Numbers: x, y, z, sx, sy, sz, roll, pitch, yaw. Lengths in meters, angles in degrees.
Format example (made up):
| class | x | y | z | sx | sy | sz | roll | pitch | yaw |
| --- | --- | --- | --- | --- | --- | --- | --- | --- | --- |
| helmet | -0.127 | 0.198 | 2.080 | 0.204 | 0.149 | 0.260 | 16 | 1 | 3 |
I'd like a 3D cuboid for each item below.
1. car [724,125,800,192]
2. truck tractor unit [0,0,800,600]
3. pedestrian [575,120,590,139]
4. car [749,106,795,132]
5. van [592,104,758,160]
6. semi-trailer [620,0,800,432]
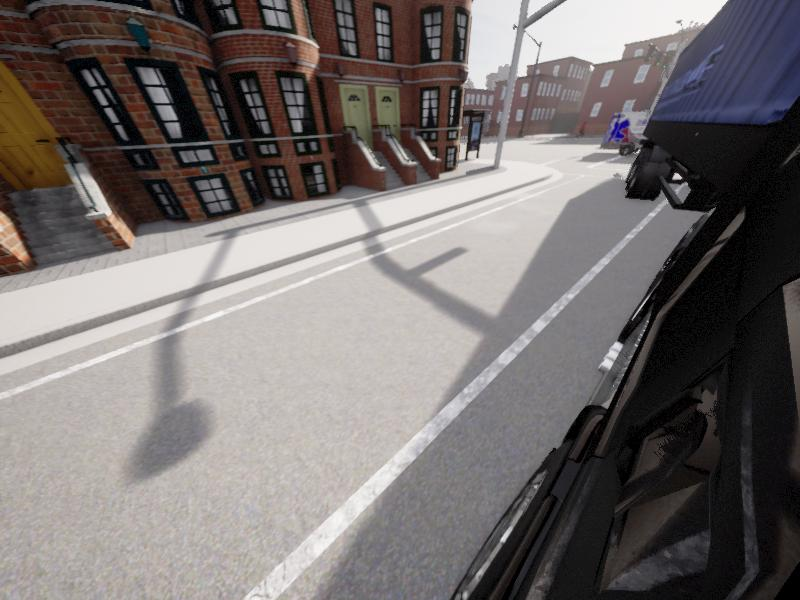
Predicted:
| class | x | y | z | sx | sy | sz | roll | pitch | yaw |
| --- | --- | --- | --- | --- | --- | --- | --- | --- | --- |
| car | 14.828 | -5.350 | 8.497 | 4.856 | 1.649 | 2.033 | -22 | 40 | -23 |
| truck tractor unit | 2.645 | -0.295 | 0.351 | 6.516 | 4.208 | 3.053 | -28 | 44 | -30 |
| pedestrian | 23.279 | -21.719 | 29.464 | 0.751 | 1.860 | 0.751 | -22 | 41 | -24 |
| car | 40.428 | -19.677 | 25.112 | 5.238 | 1.638 | 1.930 | -32 | 45 | -26 |
| van | 17.315 | -10.940 | 15.182 | 2.351 | 2.431 | 6.366 | -28 | 43 | -29 |
| semi-trailer | 7.715 | -4.134 | 5.001 | 2.717 | 4.402 | 14.254 | 23 | 44 | 30 |
